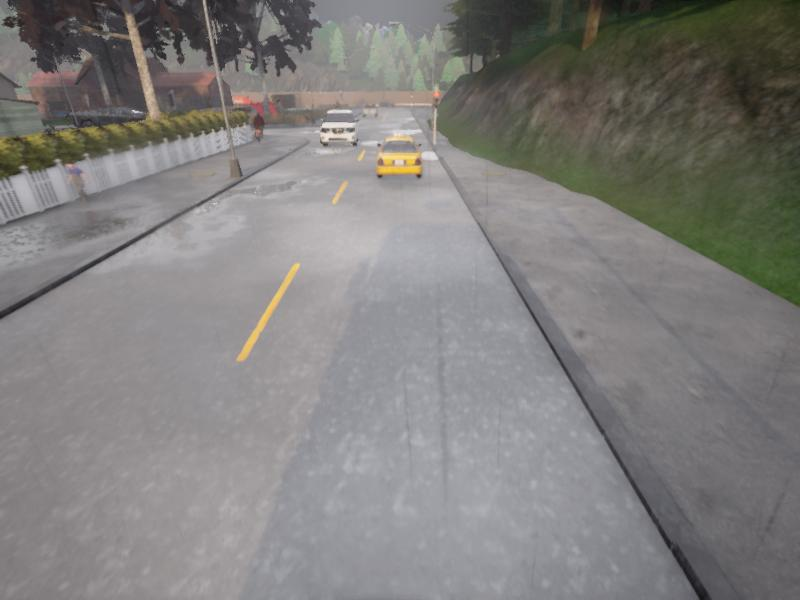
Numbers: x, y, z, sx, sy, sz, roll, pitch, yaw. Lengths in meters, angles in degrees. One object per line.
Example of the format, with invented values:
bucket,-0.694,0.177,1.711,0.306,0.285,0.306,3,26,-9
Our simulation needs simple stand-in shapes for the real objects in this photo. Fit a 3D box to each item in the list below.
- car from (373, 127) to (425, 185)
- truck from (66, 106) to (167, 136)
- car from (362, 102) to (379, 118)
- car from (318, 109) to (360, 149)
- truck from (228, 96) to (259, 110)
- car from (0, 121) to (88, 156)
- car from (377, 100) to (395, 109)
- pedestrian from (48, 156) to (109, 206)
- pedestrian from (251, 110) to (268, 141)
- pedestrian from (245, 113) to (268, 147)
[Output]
car,-0.030,-6.154,16.701,1.801,1.575,5.366,0,27,0
truck,-23.608,-15.019,33.562,6.274,2.098,2.390,0,27,0
car,-4.072,-26.342,55.348,1.932,1.855,4.605,0,27,0
car,-3.855,-11.292,26.158,2.150,2.045,5.566,-2,27,-3
truck,-32.909,-41.600,84.525,5.204,2.467,2.627,0,27,0
car,-19.818,-8.926,21.985,1.994,1.381,4.181,0,27,0
car,-2.995,-41.764,85.397,3.705,1.549,1.789,22,35,36
pedestrian,-9.400,-3.504,11.753,0.751,1.300,0.751,0,27,0
pedestrian,-9.628,-11.972,27.453,0.751,1.860,0.751,-8,28,-14
pedestrian,-8.621,-10.244,24.106,0.751,1.860,0.751,3,28,7
